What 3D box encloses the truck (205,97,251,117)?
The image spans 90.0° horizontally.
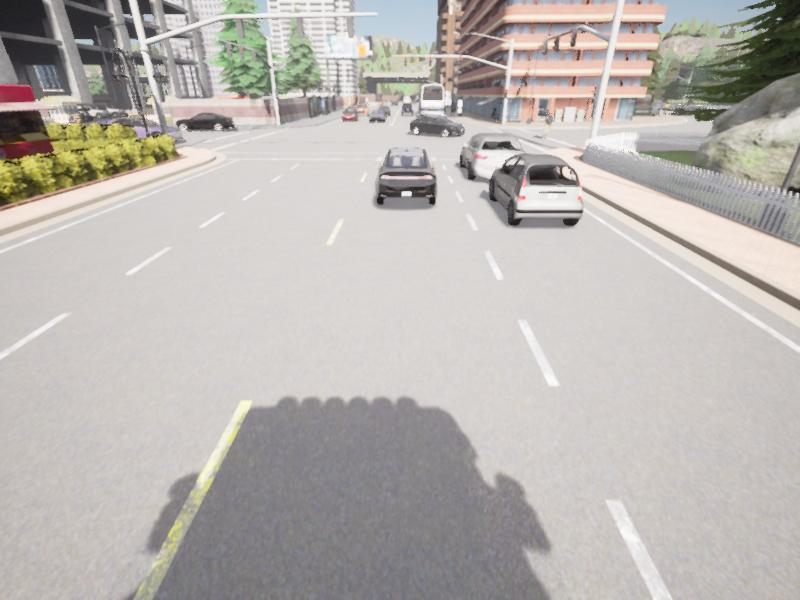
[{"bbox_3d":[-24.752,-27.860,57.741,5.204,2.467,2.615,0,27,1],"label":"truck"}]

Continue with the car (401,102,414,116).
[{"bbox_3d":[1.137,-30.061,63.031,1.905,1.878,3.866,0,27,1],"label":"car"}]

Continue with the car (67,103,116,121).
[{"bbox_3d":[-36.571,-22.347,47.587,3.866,1.878,1.905,0,27,1],"label":"car"}]

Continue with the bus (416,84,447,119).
[{"bbox_3d":[4.458,-29.500,59.329,3.944,4.253,10.273,0,27,1],"label":"bus"}]

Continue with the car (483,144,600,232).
[{"bbox_3d":[3.687,-3.308,11.295,1.851,1.617,3.988,0,27,1],"label":"car"}]

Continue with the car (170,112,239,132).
[{"bbox_3d":[-17.441,-15.980,35.887,5.008,1.535,1.882,-1,27,-1],"label":"car"}]

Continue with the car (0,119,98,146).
[{"bbox_3d":[-23.514,-11.207,26.666,4.792,1.488,2.163,0,27,0],"label":"car"}]

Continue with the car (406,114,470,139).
[{"bbox_3d":[2.940,-14.002,32.158,4.892,1.490,1.837,23,35,36],"label":"car"}]

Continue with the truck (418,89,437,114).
[{"bbox_3d":[4.792,-35.123,70.729,2.891,3.827,8.468,0,27,1],"label":"truck"}]

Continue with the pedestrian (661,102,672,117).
[{"bbox_3d":[36.900,-26.398,55.419,0.751,1.860,0.751,20,33,34],"label":"pedestrian"}]

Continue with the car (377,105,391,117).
[{"bbox_3d":[-2.390,-29.188,61.733,1.837,1.490,4.892,0,27,1],"label":"car"}]

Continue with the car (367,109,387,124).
[{"bbox_3d":[-2.633,-21.840,47.565,2.033,1.411,5.357,0,27,1],"label":"car"}]

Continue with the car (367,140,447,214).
[{"bbox_3d":[0.221,-4.252,13.235,2.128,1.511,4.902,0,27,1],"label":"car"}]

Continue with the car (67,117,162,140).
[{"bbox_3d":[-21.116,-12.758,29.779,5.357,1.411,2.033,0,27,1],"label":"car"}]

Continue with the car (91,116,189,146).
[{"bbox_3d":[-17.089,-11.241,26.574,4.856,1.649,2.033,0,27,1],"label":"car"}]

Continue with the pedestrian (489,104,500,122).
[{"bbox_3d":[10.915,-21.614,46.230,0.751,1.860,0.751,-5,28,-9],"label":"pedestrian"}]

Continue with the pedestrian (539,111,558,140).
[{"bbox_3d":[10.815,-12.734,29.182,0.751,1.860,0.751,-5,28,-9],"label":"pedestrian"}]

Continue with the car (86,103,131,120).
[{"bbox_3d":[-36.527,-23.692,50.202,3.866,1.878,1.905,0,27,1],"label":"car"}]

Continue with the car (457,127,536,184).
[{"bbox_3d":[3.813,-6.195,16.840,2.242,1.667,4.611,1,27,1],"label":"car"}]

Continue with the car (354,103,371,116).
[{"bbox_3d":[-5.865,-30.022,63.045,2.097,1.767,4.553,0,27,1],"label":"car"}]

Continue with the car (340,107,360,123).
[{"bbox_3d":[-6.120,-22.872,49.339,1.851,1.617,3.988,0,27,1],"label":"car"}]

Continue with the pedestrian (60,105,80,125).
[{"bbox_3d":[-33.297,-18.685,40.406,0.751,1.860,0.751,-1,27,-2],"label":"pedestrian"}]
